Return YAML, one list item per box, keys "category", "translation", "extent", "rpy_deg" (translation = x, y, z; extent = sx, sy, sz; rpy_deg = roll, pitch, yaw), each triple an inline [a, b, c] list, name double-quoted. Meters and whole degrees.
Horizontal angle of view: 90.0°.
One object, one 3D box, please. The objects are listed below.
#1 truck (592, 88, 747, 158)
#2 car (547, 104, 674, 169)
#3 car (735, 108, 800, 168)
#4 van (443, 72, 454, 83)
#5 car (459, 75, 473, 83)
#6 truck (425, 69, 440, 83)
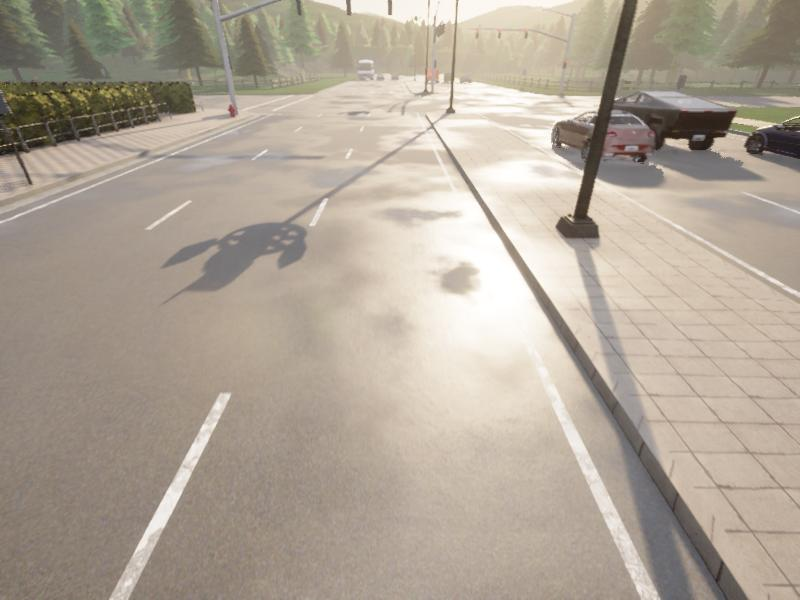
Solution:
- category: "truck"
  translation: [11.187, -7.950, 17.525]
  extent: [2.390, 2.098, 6.274]
  rpy_deg: [0, 30, -1]
- category: "car"
  translation: [7.717, -6.463, 15.452]
  extent: [2.152, 1.651, 5.027]
  rpy_deg: [0, 30, -1]
- category: "car"
  translation: [14.736, -5.809, 14.353]
  extent: [1.851, 1.617, 3.988]
  rpy_deg: [0, 30, -1]
- category: "van"
  translation: [10.224, -46.821, 84.108]
  extent: [1.775, 1.987, 4.442]
  rpy_deg: [0, 30, 0]
- category: "car"
  translation: [13.728, -46.230, 83.673]
  extent: [2.033, 1.411, 5.357]
  rpy_deg: [0, 30, 0]
- category: "truck"
  translation: [6.727, -46.658, 83.346]
  extent: [2.627, 2.467, 5.204]
  rpy_deg: [0, 30, 0]
